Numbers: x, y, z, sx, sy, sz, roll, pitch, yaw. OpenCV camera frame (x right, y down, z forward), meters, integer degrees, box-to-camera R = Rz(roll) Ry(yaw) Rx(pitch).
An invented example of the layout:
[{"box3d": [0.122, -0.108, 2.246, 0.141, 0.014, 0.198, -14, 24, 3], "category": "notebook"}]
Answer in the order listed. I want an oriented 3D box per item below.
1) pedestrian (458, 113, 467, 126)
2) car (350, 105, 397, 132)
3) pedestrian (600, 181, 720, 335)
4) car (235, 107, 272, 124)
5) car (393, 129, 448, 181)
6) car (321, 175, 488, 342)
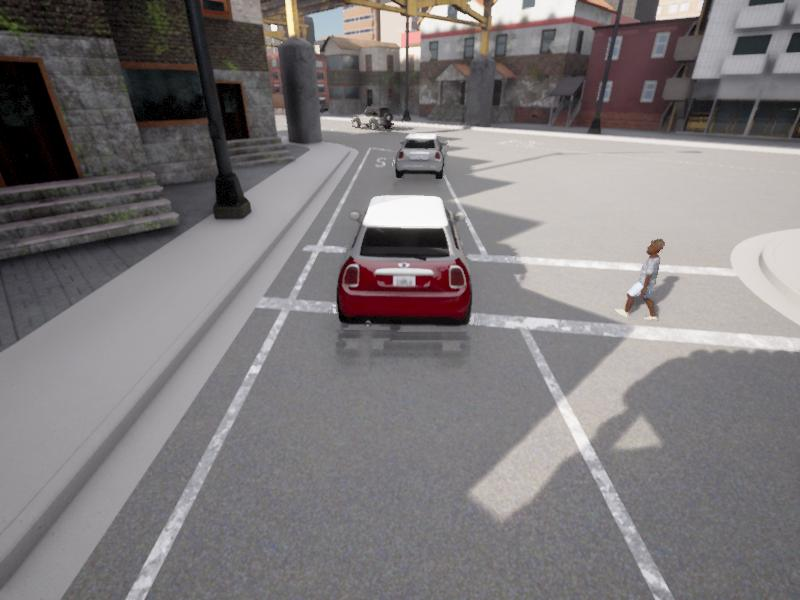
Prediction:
[{"box3d": [5.680, -16.351, 36.245, 0.500, 1.100, 0.500, -18, 32, -30], "category": "pedestrian"}, {"box3d": [-2.326, -15.871, 34.850, 1.905, 1.878, 3.866, -25, 36, -39], "category": "car"}, {"box3d": [3.531, -0.592, 5.534, 0.751, 1.860, 0.751, -22, 35, -36], "category": "pedestrian"}, {"box3d": [-15.603, -19.595, 42.440, 1.816, 1.474, 4.193, -25, 36, -39], "category": "car"}, {"box3d": [0.937, -6.091, 16.545, 1.970, 1.475, 3.806, 3, 28, 6], "category": "car"}, {"box3d": [0.109, -0.989, 6.762, 1.970, 1.475, 3.806, 1, 28, 2], "category": "car"}]
